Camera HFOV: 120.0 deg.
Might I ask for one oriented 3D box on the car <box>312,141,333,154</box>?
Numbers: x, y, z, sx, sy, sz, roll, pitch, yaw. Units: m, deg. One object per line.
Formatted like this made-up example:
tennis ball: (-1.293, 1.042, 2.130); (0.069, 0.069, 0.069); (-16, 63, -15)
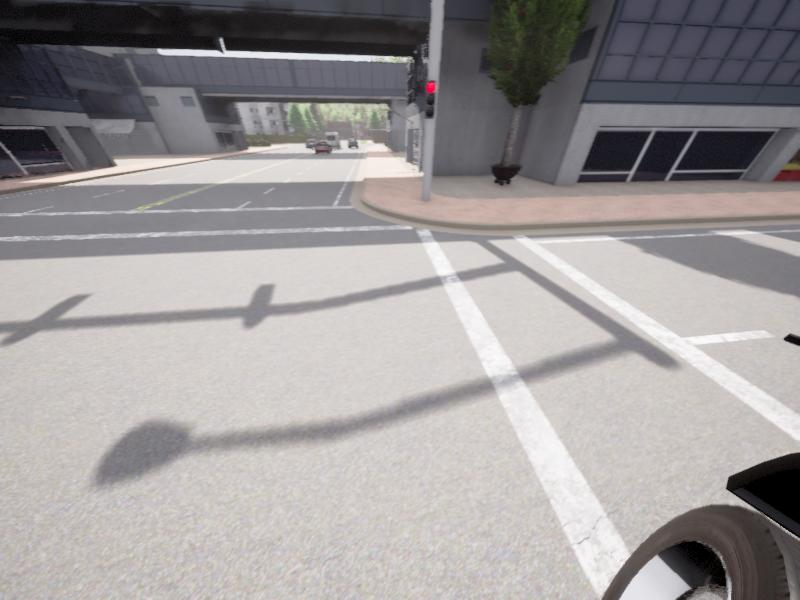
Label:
car: (-10.982, -21.834, 33.064); (1.994, 1.385, 4.181); (-4, 36, -6)

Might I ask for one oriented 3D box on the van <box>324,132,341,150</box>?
van: (-12.508, -29.976, 43.404); (1.988, 2.561, 5.915); (-3, 36, -5)

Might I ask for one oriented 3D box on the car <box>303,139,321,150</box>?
car: (-15.737, -27.903, 41.396); (1.837, 1.490, 4.892); (-4, 36, -5)

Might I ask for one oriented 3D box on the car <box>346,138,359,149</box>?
car: (-8.986, -29.886, 44.091); (1.851, 1.617, 3.988); (-2, 36, -4)
